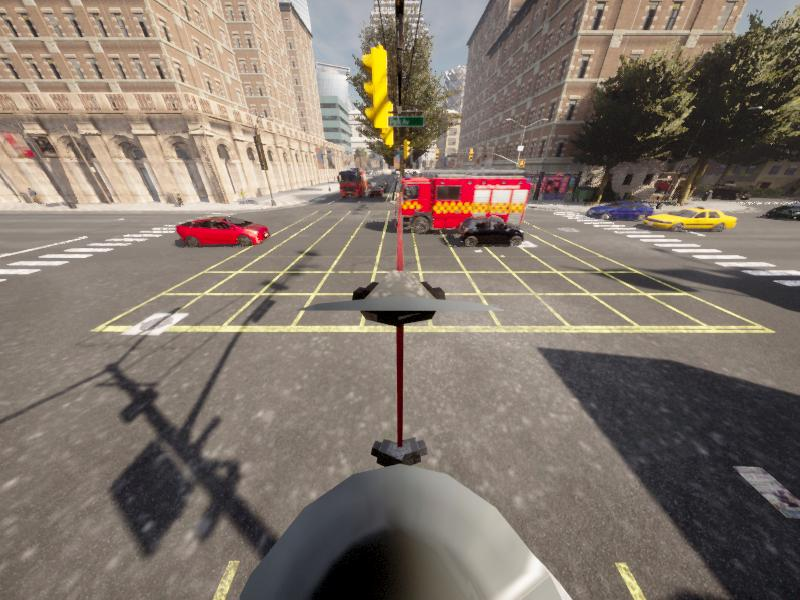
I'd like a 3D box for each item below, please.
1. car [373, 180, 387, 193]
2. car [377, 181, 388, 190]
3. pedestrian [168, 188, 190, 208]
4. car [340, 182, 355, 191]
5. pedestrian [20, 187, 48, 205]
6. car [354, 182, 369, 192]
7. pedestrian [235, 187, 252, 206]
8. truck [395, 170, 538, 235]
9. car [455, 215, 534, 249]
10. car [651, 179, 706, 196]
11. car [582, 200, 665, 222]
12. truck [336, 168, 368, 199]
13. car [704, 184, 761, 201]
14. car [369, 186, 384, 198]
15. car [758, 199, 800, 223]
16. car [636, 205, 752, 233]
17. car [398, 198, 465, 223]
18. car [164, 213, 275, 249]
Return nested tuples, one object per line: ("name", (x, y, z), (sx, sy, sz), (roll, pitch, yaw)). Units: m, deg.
("car", (-3.558, -20.387, 41.522), (2.097, 1.767, 4.553), (0, 30, 0))
("car", (-3.540, -23.214, 46.736), (1.970, 1.475, 3.806), (0, 30, 0))
("pedestrian", (-23.359, -10.758, 24.425), (0.751, 1.860, 0.751), (5, 30, 9))
("car", (-10.295, -22.354, 45.417), (1.895, 1.301, 4.718), (0, 30, 0))
("pedestrian", (-41.786, -11.881, 26.371), (0.751, 1.860, 0.751), (6, 31, 10))
("car", (-7.055, -20.928, 42.777), (1.970, 1.475, 3.806), (0, 30, 0))
("pedestrian", (-17.433, -11.537, 25.775), (0.751, 1.860, 0.751), (-2, 30, -3))
("truck", (3.931, -6.750, 15.871), (8.468, 3.827, 2.891), (0, 30, 0))
("car", (5.289, -4.004, 13.411), (3.633, 1.501, 1.845), (0, 30, 0))
("car", (46.025, -18.777, 38.472), (2.150, 2.045, 5.566), (0, 31, 0))
("car", (18.983, -7.674, 19.852), (4.674, 1.442, 1.812), (4, 30, 6))
("truck", (-7.080, -18.109, 35.546), (2.891, 3.827, 8.468), (0, 30, 0))
("car", (45.912, -14.984, 32.067), (1.905, 1.878, 3.866), (1, 30, 2))
("car", (-3.577, -16.711, 35.654), (1.895, 1.301, 4.718), (0, 30, 0))
("car", (34.644, -7.673, 19.765), (4.974, 1.542, 2.038), (-5, 30, -8))
("car", (20.620, -5.780, 16.436), (5.366, 1.575, 1.801), (-1, 30, -1))
("car", (2.492, -7.550, 19.440), (5.238, 1.638, 1.930), (0, 30, 0))
("car", (-10.244, -4.072, 13.532), (4.514, 1.525, 2.007), (-2, 30, -3))
